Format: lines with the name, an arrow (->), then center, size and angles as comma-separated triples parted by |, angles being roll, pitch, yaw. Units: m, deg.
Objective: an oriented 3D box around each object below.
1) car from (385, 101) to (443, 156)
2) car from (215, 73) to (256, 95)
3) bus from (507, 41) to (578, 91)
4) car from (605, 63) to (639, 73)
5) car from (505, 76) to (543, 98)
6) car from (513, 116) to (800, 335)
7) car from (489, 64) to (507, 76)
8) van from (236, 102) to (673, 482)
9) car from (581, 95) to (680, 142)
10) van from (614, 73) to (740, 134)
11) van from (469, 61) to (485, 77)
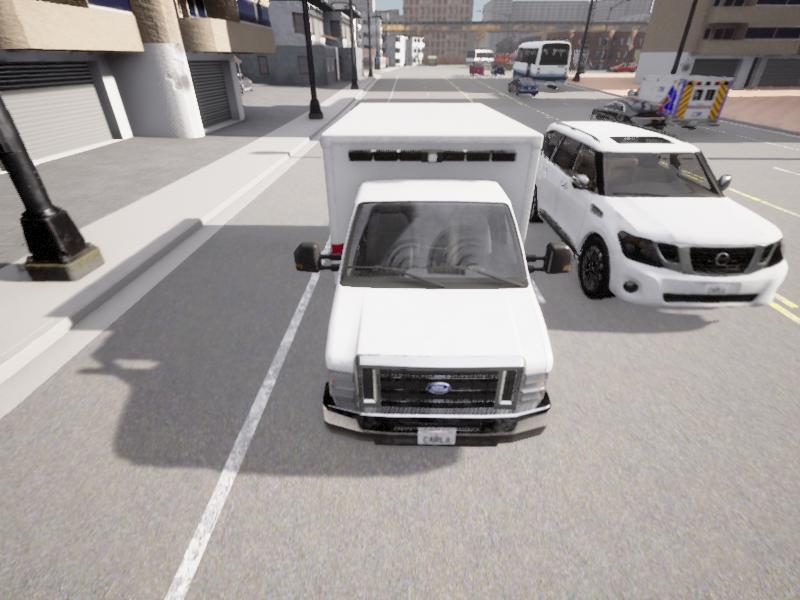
car -> 0.556, -7.463, 17.130 | 2.128, 1.511, 4.902 | 0, 31, 1
car -> -14.563, -19.296, 35.616 | 1.970, 1.475, 3.806 | 1, 32, 1
bus -> 14.959, -25.519, 43.408 | 3.944, 4.253, 10.273 | 0, 32, 1
car -> 40.347, -42.285, 72.904 | 4.611, 1.667, 2.242 | 1, 31, 2
car -> 11.448, -19.918, 37.284 | 2.033, 1.411, 5.357 | 0, 33, 1
car -> 3.878, -1.832, 7.087 | 2.150, 2.045, 5.566 | 0, 30, 0
car -> 15.451, -36.351, 63.183 | 1.845, 1.501, 3.633 | 0, 31, 1
van -> 0.337, -1.133, 5.519 | 2.351, 2.431, 6.366 | 0, 30, 1
car -> 11.109, -9.085, 19.805 | 2.128, 1.511, 4.902 | 0, 31, 1
van -> 14.657, -10.930, 21.948 | 2.351, 2.431, 6.366 | 0, 31, 1
van -> 11.933, -36.014, 62.240 | 1.775, 1.987, 4.442 | 0, 31, 1
